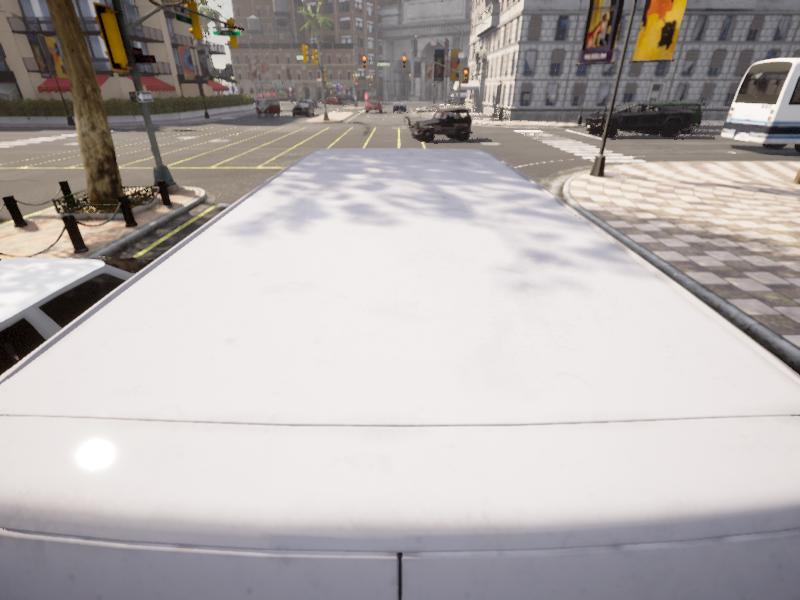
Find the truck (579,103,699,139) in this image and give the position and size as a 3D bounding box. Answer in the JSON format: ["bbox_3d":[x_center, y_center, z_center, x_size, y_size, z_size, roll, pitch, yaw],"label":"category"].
[{"bbox_3d":[15.889,-12.090,26.961,6.274,2.098,2.390,0,28,0],"label":"truck"}]

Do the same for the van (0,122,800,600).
[{"bbox_3d":[0.002,0.073,3.504,1.988,2.561,5.915,0,28,0],"label":"van"}]

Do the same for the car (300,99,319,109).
[{"bbox_3d":[-15.068,-32.744,66.781,2.033,1.411,5.357,0,28,0],"label":"car"}]

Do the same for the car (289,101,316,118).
[{"bbox_3d":[-11.547,-22.822,47.758,1.930,1.638,5.238,0,28,0],"label":"car"}]

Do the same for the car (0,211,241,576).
[{"bbox_3d":[-3.499,0.334,4.119,1.970,1.475,3.806,1,28,2],"label":"car"}]

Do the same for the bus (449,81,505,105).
[{"bbox_3d":[15.277,-41.677,80.632,10.273,4.253,3.944,0,28,0],"label":"bus"}]

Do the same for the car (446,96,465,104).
[{"bbox_3d":[11.756,-42.192,84.486,3.705,1.549,1.789,0,28,0],"label":"car"}]

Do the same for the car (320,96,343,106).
[{"bbox_3d":[-13.759,-39.871,80.137,3.988,1.617,1.851,11,30,20],"label":"car"}]

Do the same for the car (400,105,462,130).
[{"bbox_3d":[2.560,-15.679,34.262,2.152,1.651,5.027,-25,37,-38],"label":"car"}]

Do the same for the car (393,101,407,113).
[{"bbox_3d":[-0.056,-27.428,56.842,1.895,1.301,4.718,0,28,0],"label":"car"}]

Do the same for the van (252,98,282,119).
[{"bbox_3d":[-15.046,-21.862,45.571,1.775,1.987,4.442,0,28,0],"label":"van"}]

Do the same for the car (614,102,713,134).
[{"bbox_3d":[19.632,-13.713,30.088,5.566,2.045,2.150,0,28,0],"label":"car"}]

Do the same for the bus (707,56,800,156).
[{"bbox_3d":[23.016,-9.903,20.521,10.273,4.253,3.944,0,28,1],"label":"bus"}]

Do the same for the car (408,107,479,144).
[{"bbox_3d":[2.651,-10.941,25.009,3.866,1.878,1.905,-8,29,-15],"label":"car"}]

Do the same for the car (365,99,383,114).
[{"bbox_3d":[-3.558,-26.543,54.818,2.152,1.651,5.027,0,28,0],"label":"car"}]
